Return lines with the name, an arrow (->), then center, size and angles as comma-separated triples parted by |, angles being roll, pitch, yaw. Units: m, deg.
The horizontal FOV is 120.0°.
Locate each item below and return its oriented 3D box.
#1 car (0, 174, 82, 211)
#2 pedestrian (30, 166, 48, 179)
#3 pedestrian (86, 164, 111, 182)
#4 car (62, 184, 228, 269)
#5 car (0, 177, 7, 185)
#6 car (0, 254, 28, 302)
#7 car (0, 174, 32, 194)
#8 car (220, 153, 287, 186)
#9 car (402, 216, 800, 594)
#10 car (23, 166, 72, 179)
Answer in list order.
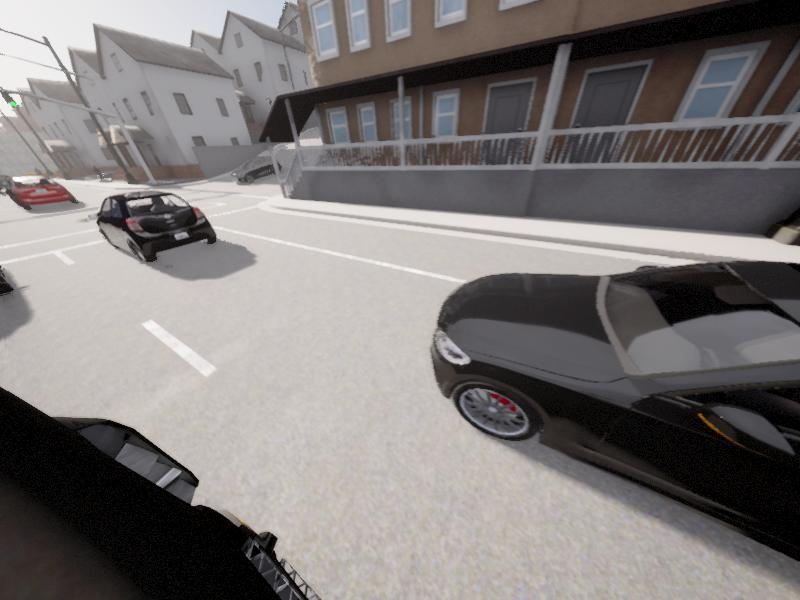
car -> -23.273, -7.003, 14.805 | 4.611, 1.667, 2.242 | 16, 38, 26
pedestrian -> -62.290, -21.970, 39.866 | 0.751, 1.860, 0.751 | 16, 38, 27
pedestrian -> -35.683, -15.016, 27.350 | 0.751, 1.860, 0.751 | 5, 34, 11
car -> -7.131, -2.267, 6.548 | 3.633, 1.501, 1.845 | 16, 38, 26
car -> -61.295, -18.020, 34.334 | 4.856, 1.649, 2.033 | 16, 38, 26
car -> -9.653, -0.758, 4.457 | 3.633, 1.501, 1.845 | 16, 38, 26
car -> -40.439, -11.922, 23.655 | 4.514, 1.525, 2.007 | 16, 38, 26
car -> -13.749, -12.502, 22.032 | 2.033, 1.649, 4.856 | 15, 46, 25
car -> 2.516, 0.558, 1.630 | 4.674, 1.442, 1.812 | 16, 38, 26
car -> -72.209, -26.318, 47.495 | 1.801, 1.575, 5.366 | 16, 41, 26
